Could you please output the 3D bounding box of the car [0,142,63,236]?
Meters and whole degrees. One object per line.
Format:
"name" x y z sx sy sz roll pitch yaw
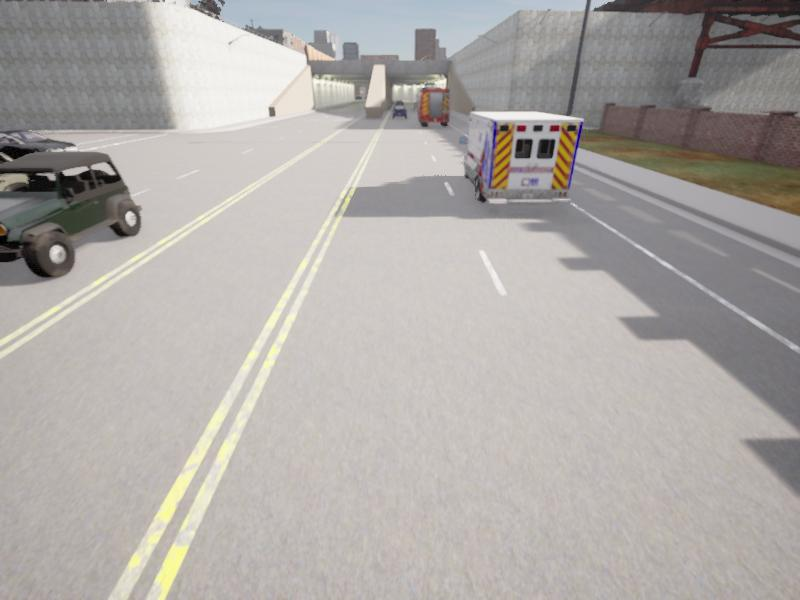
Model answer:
"car" -10.397 -2.235 8.826 1.932 1.855 4.605 -1 27 -3

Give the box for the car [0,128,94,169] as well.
"car" -17.423 -6.943 18.304 4.902 1.511 2.128 0 27 0

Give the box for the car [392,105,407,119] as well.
"car" -0.044 -24.833 52.742 1.882 1.535 5.008 0 28 0

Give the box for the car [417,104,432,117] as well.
"car" 3.453 -27.292 57.580 1.812 1.442 4.674 0 28 0

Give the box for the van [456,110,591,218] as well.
"van" 3.481 -4.780 13.127 2.351 2.431 6.366 0 27 0

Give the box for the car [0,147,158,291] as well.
"car" -7.126 -1.876 8.119 1.905 1.878 3.866 -1 27 -1

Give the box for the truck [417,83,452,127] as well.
"truck" 3.467 -20.711 42.315 2.891 3.827 8.468 0 27 0
